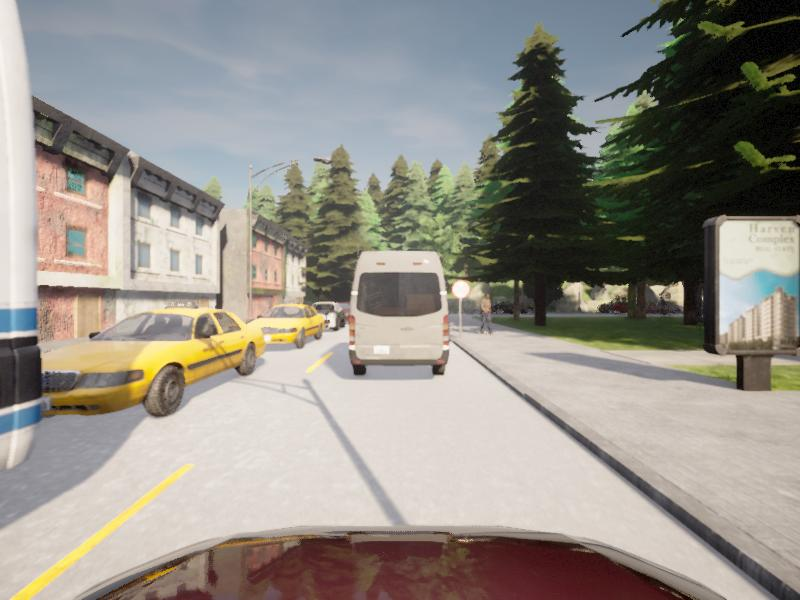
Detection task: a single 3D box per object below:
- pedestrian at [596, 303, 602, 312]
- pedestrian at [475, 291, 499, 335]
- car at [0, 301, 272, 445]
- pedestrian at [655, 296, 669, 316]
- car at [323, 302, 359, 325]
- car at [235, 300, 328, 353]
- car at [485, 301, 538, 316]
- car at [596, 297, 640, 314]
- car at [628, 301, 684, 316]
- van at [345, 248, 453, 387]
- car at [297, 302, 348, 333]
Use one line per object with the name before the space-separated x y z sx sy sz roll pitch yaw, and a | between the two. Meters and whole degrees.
pedestrian | 25.000 0.927 50.192 0.500 1.100 0.500 0 0 -18
pedestrian | 3.691 0.538 17.009 0.751 1.860 0.751 0 0 -14
car | -4.012 0.804 7.076 1.801 1.575 5.366 0 0 0
pedestrian | 23.820 0.543 36.351 0.751 1.860 0.751 0 0 0
car | -4.053 0.878 28.088 1.812 1.442 4.674 0 0 0
car | -4.026 0.806 14.622 1.801 1.575 5.366 0 0 0
car | 11.466 0.834 41.353 5.008 1.535 1.882 0 0 -3
car | 24.735 0.658 45.488 3.866 1.878 1.905 0 0 0
car | 26.493 0.881 41.504 4.674 1.442 1.812 0 0 0
van | -0.015 0.325 10.318 1.988 2.561 5.915 0 0 0
car | -4.041 0.860 21.519 1.970 1.475 3.806 0 0 0
